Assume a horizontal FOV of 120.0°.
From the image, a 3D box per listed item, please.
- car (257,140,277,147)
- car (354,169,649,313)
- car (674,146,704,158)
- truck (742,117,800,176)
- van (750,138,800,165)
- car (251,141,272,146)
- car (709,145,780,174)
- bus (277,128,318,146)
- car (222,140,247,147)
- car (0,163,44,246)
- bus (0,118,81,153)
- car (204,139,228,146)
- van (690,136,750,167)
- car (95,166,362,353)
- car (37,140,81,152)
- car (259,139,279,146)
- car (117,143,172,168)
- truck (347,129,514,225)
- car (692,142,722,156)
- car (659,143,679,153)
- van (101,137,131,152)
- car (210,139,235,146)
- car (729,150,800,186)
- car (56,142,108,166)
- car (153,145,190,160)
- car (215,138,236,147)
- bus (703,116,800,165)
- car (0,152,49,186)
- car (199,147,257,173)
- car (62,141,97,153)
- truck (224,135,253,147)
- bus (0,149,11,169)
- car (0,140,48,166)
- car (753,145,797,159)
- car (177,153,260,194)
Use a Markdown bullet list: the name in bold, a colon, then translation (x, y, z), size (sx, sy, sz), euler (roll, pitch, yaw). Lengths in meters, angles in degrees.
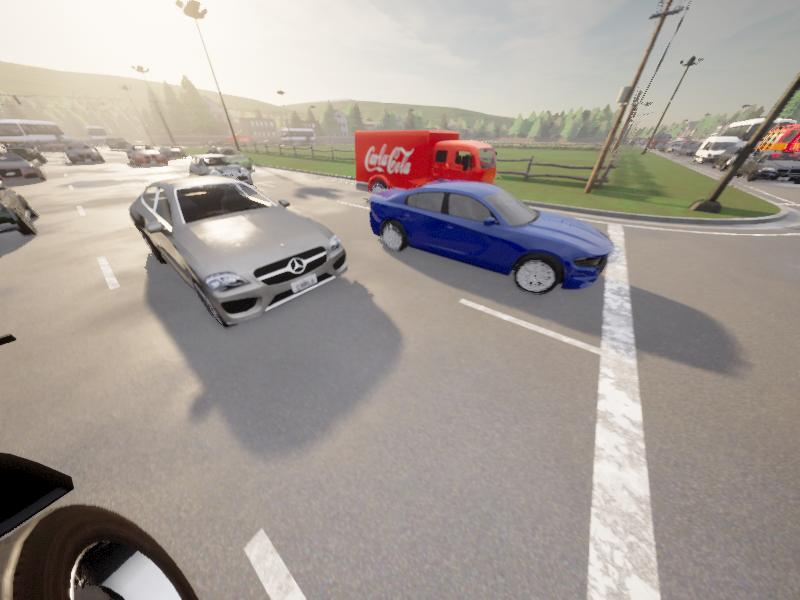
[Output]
- **car**: translation (-37.198, -43.917, 64.830), size (1.994, 1.385, 4.181), euler (25, 42, 31)
- **car**: translation (1.535, -1.723, 5.049), size (5.008, 1.535, 1.882), euler (23, 41, 29)
- **car**: translation (44.122, -22.660, 35.394), size (1.994, 1.385, 4.181), euler (25, 42, 30)
- **truck**: translation (33.626, -12.810, 19.145), size (2.891, 3.827, 8.468), euler (25, 42, 30)
- **van**: translation (45.728, -17.756, 27.514), size (2.351, 2.431, 6.366), euler (25, 42, 30)
- **car**: translation (-39.890, -45.190, 66.678), size (1.895, 1.301, 4.718), euler (25, 42, 30)
- **car**: translation (29.531, -12.298, 20.069), size (1.932, 1.855, 4.605), euler (25, 42, 30)
- **bus**: translation (-30.932, -49.478, 70.296), size (3.944, 4.253, 10.273), euler (25, 42, 30)
- **car**: translation (-44.338, -42.086, 62.031), size (2.128, 1.511, 4.902), euler (25, 42, 30)
- **car**: translation (-11.512, -2.543, 6.073), size (3.705, 1.549, 1.789), euler (25, 42, 31)
- **bus**: translation (-61.445, -27.619, 38.902), size (3.944, 4.253, 10.273), euler (-15, 38, -19)
- **car**: translation (-53.125, -45.541, 66.722), size (2.242, 1.667, 4.611), euler (25, 42, 30)
- **van**: translation (34.888, -16.451, 25.455), size (1.988, 2.561, 5.915), euler (25, 42, 30)
- **car**: translation (-3.359, -1.384, 4.446), size (5.027, 1.651, 2.152), euler (24, 42, 30)
- **car**: translation (-56.703, -25.763, 38.558), size (2.242, 1.667, 4.611), euler (-18, 39, -24)
- **car**: translation (-41.766, -50.402, 73.868), size (2.038, 1.542, 4.974), euler (25, 42, 31)
- **car**: translation (-23.606, -13.433, 21.343), size (4.611, 1.667, 2.242), euler (25, 42, 31)
- **truck**: translation (0.892, -4.914, 8.762), size (5.204, 2.467, 2.627), euler (25, 42, 30)
- **car**: translation (53.404, -26.340, 40.280), size (1.905, 1.878, 3.866), euler (25, 42, 30)
- **car**: translation (58.763, -33.377, 50.542), size (1.930, 1.638, 5.238), euler (25, 42, 30)
- **van**: translation (-50.788, -27.938, 41.435), size (1.775, 1.987, 4.442), euler (-18, 39, -24)
- **car**: translation (-50.101, -44.468, 65.267), size (2.152, 1.651, 5.027), euler (25, 42, 30)
- **car**: translation (24.936, -8.883, 15.347), size (2.242, 1.667, 4.611), euler (24, 42, 30)
- **car**: translation (-30.880, -14.262, 22.450), size (4.611, 1.667, 2.242), euler (25, 42, 31)
- **car**: translation (-27.360, -17.669, 27.596), size (4.181, 1.385, 1.994), euler (25, 42, 31)
- **car**: translation (-47.630, -43.111, 63.127), size (1.905, 1.878, 3.866), euler (25, 42, 30)
- **bus**: translation (42.577, -19.348, 28.168), size (3.944, 4.253, 10.273), euler (25, 41, 30)
- **car**: translation (-22.827, -7.770, 13.558), size (4.181, 1.385, 1.994), euler (25, 42, 31)
- **car**: translation (-13.943, -11.431, 18.715), size (4.514, 1.525, 2.007), euler (25, 42, 31)
- **car**: translation (-51.317, -24.610, 37.135), size (2.163, 1.488, 4.792), euler (-24, 42, -30)
- **truck**: translation (-41.741, -41.111, 59.833), size (2.627, 2.467, 5.204), euler (25, 42, 30)
- **bus**: translation (-37.120, -13.154, 18.571), size (10.273, 4.253, 3.944), euler (25, 42, 31)
- **car**: translation (-34.790, -13.610, 21.293), size (3.866, 1.878, 1.905), euler (25, 42, 31)
- **car**: translation (57.925, -23.020, 35.802), size (1.930, 1.638, 5.238), euler (25, 42, 30)
- **car**: translation (-9.532, -6.753, 12.148), size (3.806, 1.475, 1.970), euler (25, 42, 31)
